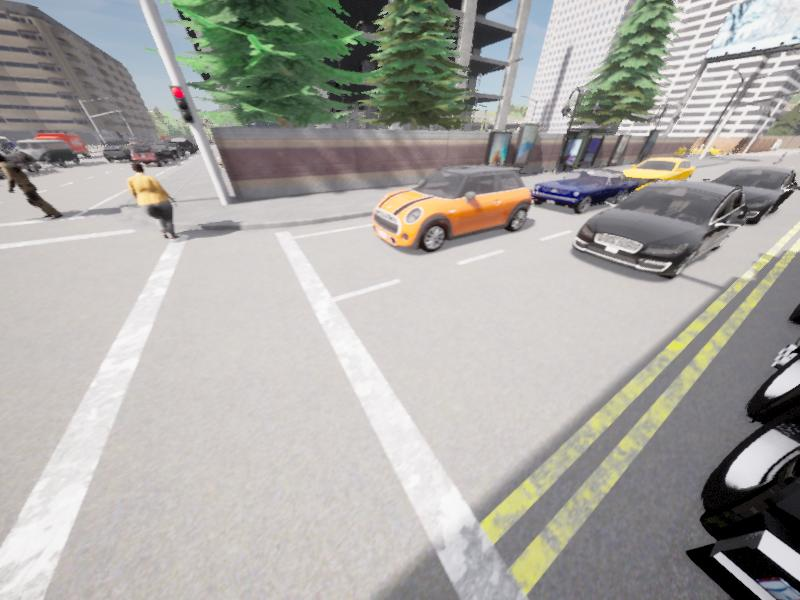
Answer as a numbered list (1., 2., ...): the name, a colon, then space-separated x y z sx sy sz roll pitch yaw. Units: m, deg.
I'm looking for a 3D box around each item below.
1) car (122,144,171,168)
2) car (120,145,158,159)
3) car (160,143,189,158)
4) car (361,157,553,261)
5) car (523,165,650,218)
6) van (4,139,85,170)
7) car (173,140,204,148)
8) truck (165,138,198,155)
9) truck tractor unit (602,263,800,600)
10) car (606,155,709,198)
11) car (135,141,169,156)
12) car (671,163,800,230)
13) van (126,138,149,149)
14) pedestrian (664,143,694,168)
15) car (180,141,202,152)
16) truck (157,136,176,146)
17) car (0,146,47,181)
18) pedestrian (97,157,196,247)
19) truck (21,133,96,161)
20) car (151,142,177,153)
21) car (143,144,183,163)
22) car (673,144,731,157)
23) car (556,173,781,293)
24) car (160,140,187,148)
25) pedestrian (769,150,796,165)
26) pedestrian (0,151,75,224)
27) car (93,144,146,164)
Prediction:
1. car: -22.978 -13.239 21.181 1.851 1.617 3.988 -18 39 -25
2. car: -32.629 -18.640 29.008 1.994 1.385 4.181 -18 39 -25
3. car: -29.742 -19.856 30.598 1.789 1.549 3.705 -19 39 -25
4. car: 1.526 -2.777 6.397 4.553 1.767 2.097 -18 39 -24
5. car: 7.588 -4.567 9.421 4.718 1.301 1.895 -18 39 -24
6. van: -30.322 -12.660 19.974 1.775 1.987 4.442 -18 39 -25
7. car: -51.928 -38.308 56.811 5.366 1.575 1.801 -18 39 -24
8. truck: -33.668 -23.932 35.899 2.390 2.098 6.274 -18 39 -25
9. truck tractor unit: 5.110 -0.301 0.781 6.516 4.208 3.053 -18 39 -24
10. car: 13.591 -6.639 12.201 5.008 1.535 1.882 -18 39 -24
11. car: -36.285 -22.332 34.016 2.152 1.651 5.027 -19 39 -25
12. car: 12.542 -3.953 8.409 4.892 1.490 1.837 -18 39 -24
13. van: -56.721 -33.853 49.956 1.775 1.987 4.442 -18 39 -25
14. pedestrian: 24.988 -12.977 20.715 0.751 1.860 0.751 -16 38 -22
15. car: -38.239 -28.230 42.382 1.930 1.638 5.238 -18 39 -25
16. truck: -71.355 -48.786 70.683 2.627 2.467 5.204 -19 39 -25
17. car: -26.616 -8.872 14.926 2.152 1.651 5.027 -18 39 -25
18. pedestrian: -6.055 -2.396 5.700 0.751 1.860 0.751 -15 38 -21
19. truck: -39.622 -18.015 27.111 2.627 2.467 5.204 -18 39 -25
20. car: -40.192 -26.128 39.476 2.007 1.525 4.514 -18 39 -25
21. car: -26.323 -16.487 25.841 1.882 1.535 5.008 -18 39 -25
22. car: 49.773 -24.788 38.253 1.801 1.575 5.366 -16 38 -22
23. car: 6.301 -1.899 5.442 4.892 1.490 1.837 -18 39 -24
24. car: -59.689 -41.276 60.983 2.007 1.525 4.514 6 36 7
25. pedestrian: 42.082 -15.692 25.453 0.751 1.300 0.751 -2 35 -4
26. pedestrian: -11.336 -3.395 7.007 0.751 1.860 0.751 -18 39 -25
27. car: -29.368 -15.497 24.433 2.128 1.511 4.902 -19 39 -25
